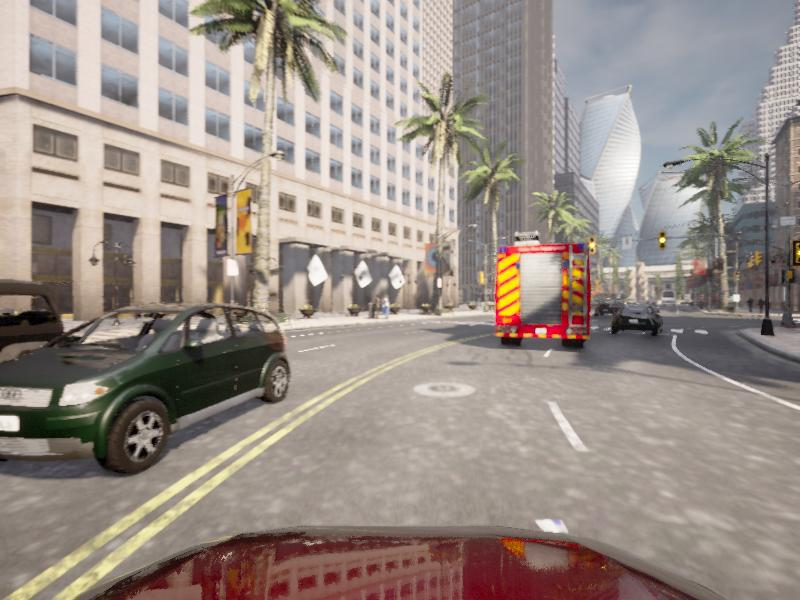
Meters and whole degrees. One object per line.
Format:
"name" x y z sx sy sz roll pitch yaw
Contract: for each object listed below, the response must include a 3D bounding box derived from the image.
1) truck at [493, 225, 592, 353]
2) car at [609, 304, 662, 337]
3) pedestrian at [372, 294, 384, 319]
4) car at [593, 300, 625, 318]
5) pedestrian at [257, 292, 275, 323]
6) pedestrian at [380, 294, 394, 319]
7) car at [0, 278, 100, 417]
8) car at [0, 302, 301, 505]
"truck" 5.792 -0.318 16.379 2.891 3.827 8.468 0 0 20
"car" 11.795 0.919 19.905 1.994 1.385 4.181 0 0 35
"pedestrian" -1.631 0.479 29.468 0.751 1.860 0.751 0 0 -19
"car" 20.079 0.796 38.324 2.152 1.651 5.027 0 0 35
"pedestrian" -8.350 0.472 24.874 0.751 1.860 0.751 0 0 25
"pedestrian" -0.967 0.480 29.542 0.751 1.860 0.751 0 0 -41
"car" -6.422 0.637 5.112 1.905 1.878 3.866 0 0 10
"car" -2.912 0.811 5.085 1.789 1.549 3.705 0 0 12
